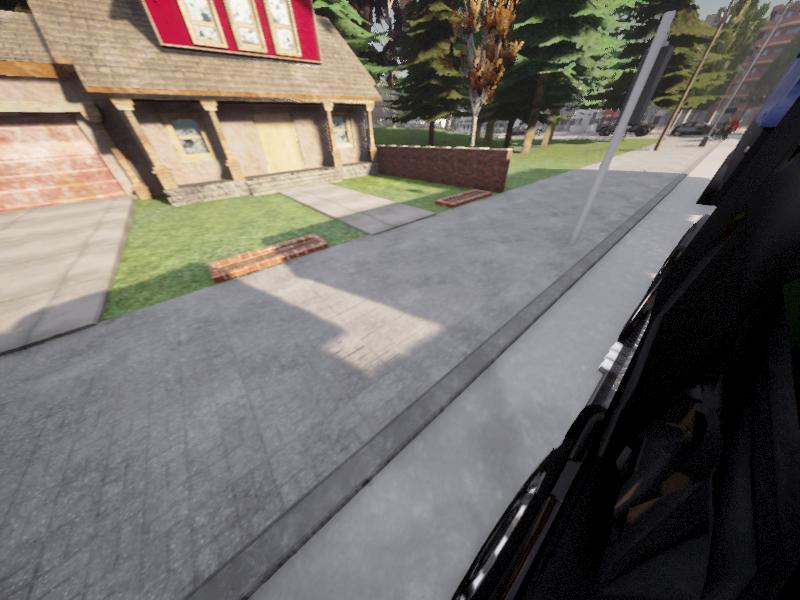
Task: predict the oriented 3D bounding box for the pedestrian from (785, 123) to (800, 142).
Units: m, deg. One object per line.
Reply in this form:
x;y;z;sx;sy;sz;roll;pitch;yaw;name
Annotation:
33.488;-14.179;19.038;0.751;1.860;0.751;14;40;21;pedestrian

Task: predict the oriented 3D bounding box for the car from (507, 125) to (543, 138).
21.951;-29.751;40.823;2.152;1.651;5.027;-28;44;-30;car

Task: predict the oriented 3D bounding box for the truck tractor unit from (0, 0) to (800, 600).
2.645;-0.295;0.352;6.516;4.208;3.053;-28;44;-30;truck tractor unit

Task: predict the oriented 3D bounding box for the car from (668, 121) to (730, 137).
35.494;-20.364;27.566;1.816;1.474;4.193;-26;43;-28;car

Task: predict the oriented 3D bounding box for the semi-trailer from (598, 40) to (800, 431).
8.699;-3.596;4.240;14.254;4.402;2.717;-28;44;-30;semi-trailer

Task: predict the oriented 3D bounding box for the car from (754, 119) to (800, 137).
40.028;-17.332;23.260;1.812;1.442;4.674;-28;44;-30;car

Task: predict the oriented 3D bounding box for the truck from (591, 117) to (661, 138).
30.949;-23.786;31.899;2.390;2.098;6.274;-28;44;-30;truck

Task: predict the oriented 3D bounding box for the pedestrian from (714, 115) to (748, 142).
29.356;-15.223;20.512;0.751;1.860;0.751;-18;39;-19;pedestrian

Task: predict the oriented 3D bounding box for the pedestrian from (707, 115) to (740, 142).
28.719;-15.215;20.538;0.751;1.860;0.751;-17;39;-18;pedestrian
